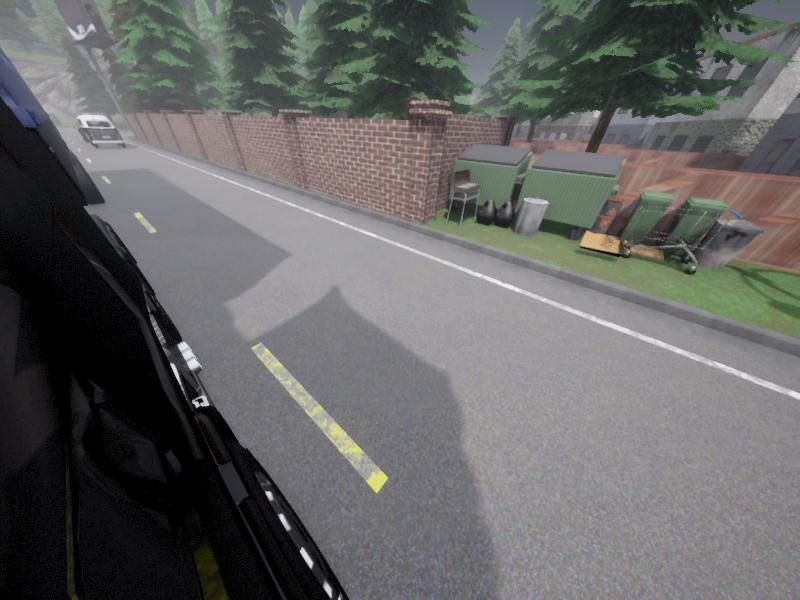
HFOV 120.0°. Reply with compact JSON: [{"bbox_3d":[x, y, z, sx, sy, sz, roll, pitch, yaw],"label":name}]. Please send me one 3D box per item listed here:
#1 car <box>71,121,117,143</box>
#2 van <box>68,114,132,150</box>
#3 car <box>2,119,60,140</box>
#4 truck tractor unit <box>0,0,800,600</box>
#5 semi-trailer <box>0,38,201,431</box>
[{"bbox_3d":[-29.036,-15.939,21.874,4.892,1.490,1.837,28,44,30],"label":"car"},{"bbox_3d":[-23.667,-13.306,18.235,4.480,2.038,2.069,28,44,30],"label":"van"},{"bbox_3d":[-35.051,-16.214,21.971,4.181,1.385,1.994,21,40,23],"label":"car"},{"bbox_3d":[-2.645,-0.295,0.351,6.516,4.208,3.053,28,44,30],"label":"truck tractor unit"},{"bbox_3d":[-8.670,-3.625,4.253,14.254,4.402,2.717,29,44,30],"label":"semi-trailer"}]
